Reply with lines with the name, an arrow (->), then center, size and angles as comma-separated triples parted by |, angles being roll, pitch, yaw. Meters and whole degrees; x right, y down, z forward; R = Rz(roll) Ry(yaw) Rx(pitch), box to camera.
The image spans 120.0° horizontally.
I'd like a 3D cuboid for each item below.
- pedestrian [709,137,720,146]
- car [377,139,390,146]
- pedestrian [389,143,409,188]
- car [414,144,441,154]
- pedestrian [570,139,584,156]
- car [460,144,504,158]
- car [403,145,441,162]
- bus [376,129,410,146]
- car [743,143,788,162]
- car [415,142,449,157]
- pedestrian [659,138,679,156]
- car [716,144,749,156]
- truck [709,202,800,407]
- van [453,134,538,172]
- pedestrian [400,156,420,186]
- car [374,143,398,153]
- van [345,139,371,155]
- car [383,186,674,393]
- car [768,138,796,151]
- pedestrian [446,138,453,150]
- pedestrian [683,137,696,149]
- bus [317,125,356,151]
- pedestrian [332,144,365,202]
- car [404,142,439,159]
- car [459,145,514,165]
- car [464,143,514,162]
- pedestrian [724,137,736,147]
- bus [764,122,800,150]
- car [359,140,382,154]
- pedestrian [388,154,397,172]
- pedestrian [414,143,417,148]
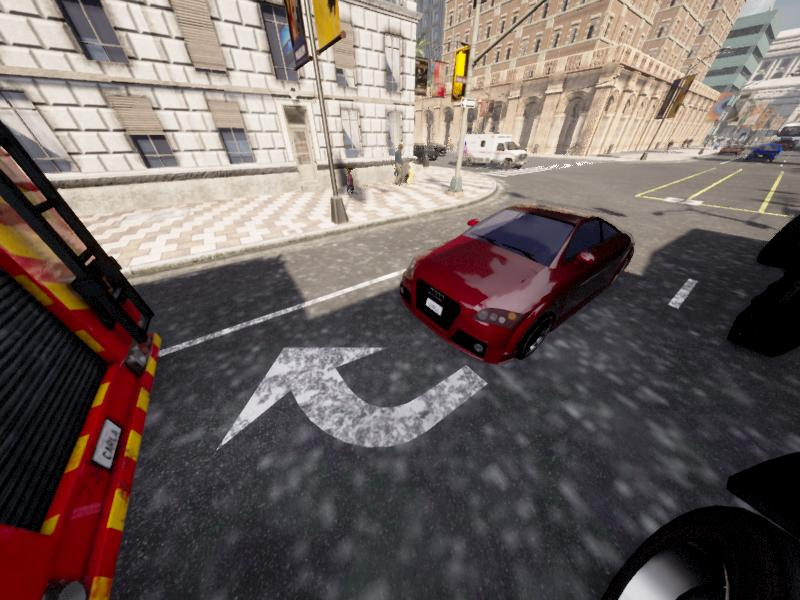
pedestrian -> 77.740, -39.193, 57.116 | 0.751, 1.860, 0.751 | -27, 43, -33
car -> -5.549, -52.584, 76.964 | 3.866, 1.878, 1.905 | -22, 40, -28
pedestrian -> -0.043, -6.712, 11.523 | 0.751, 1.860, 0.751 | -11, 36, -14
car -> 4.527, -25.764, 39.333 | 1.895, 1.301, 4.718 | -22, 41, -28
pedestrian -> 22.433, -19.327, 29.281 | 0.751, 1.860, 0.751 | 24, 42, 31
car -> 11.109, -20.418, 31.617 | 2.033, 1.411, 5.357 | -23, 41, -28
car -> 2.424, -17.051, 26.778 | 2.007, 1.525, 4.514 | -22, 41, -28
bus -> -2.100, -52.576, 74.860 | 10.273, 4.253, 3.944 | -22, 40, -28
car -> 39.806, -16.097, 25.168 | 5.008, 1.535, 1.882 | -22, 40, -27
car -> 4.603, -22.329, 34.157 | 1.930, 1.638, 5.238 | -22, 41, -28
pedestrian -> 34.641, -19.739, 29.785 | 0.751, 1.860, 0.751 | -9, 36, -12
car -> 46.912, -21.213, 32.585 | 4.718, 1.301, 1.895 | -22, 41, -28
truck -> 6.938, -0.530, 2.839 | 6.274, 2.098, 2.390 | -21, 40, -28
van -> 7.913, -12.966, 20.161 | 2.351, 2.431, 6.366 | -22, 41, -28
pedestrian -> 0.505, -6.717, 12.012 | 0.751, 1.300, 0.751 | -18, 39, -23
car -> -2.634, -28.152, 42.685 | 2.033, 1.411, 5.357 | -22, 40, -27
van -> -6.814, -24.781, 37.371 | 2.069, 2.038, 4.480 | -22, 40, -28
car -> 2.063, -0.728, 3.748 | 4.181, 1.385, 1.994 | -22, 41, -28
car -> 70.022, -28.556, 42.358 | 3.866, 1.878, 1.905 | -22, 41, -28
pedestrian -> 9.454, -29.593, 43.939 | 0.751, 1.860, 0.751 | -16, 38, -20
pedestrian -> 55.374, -29.974, 44.177 | 0.751, 1.860, 0.751 | -22, 41, -28
bus -> -14.000, -35.351, 50.493 | 3.944, 4.253, 10.273 | -22, 41, -28
pedestrian -> -1.973, -4.945, 9.027 | 0.751, 1.860, 0.751 | -27, 43, -33
car -> 2.757, -20.327, 31.300 | 2.242, 1.667, 4.611 | -22, 41, -28
car -> 8.896, -15.332, 24.286 | 2.038, 1.542, 4.974 | -23, 42, -29
car -> 10.408, -17.573, 27.421 | 1.801, 1.575, 5.366 | -22, 41, -28
pedestrian -> 75.876, -36.383, 53.140 | 0.751, 1.860, 0.751 | 24, 42, 30
bus -> 79.547, -33.316, 46.984 | 10.273, 4.253, 3.944 | -22, 41, -28
car -> -5.160, -26.875, 40.471 | 1.932, 1.855, 4.605 | -22, 40, -28
pedestrian -> -0.527, -9.964, 16.802 | 0.500, 1.100, 0.500 | -17, 38, -22
pedestrian -> 3.541, -35.007, 52.322 | 0.500, 1.100, 0.500 | 25, 42, 31
